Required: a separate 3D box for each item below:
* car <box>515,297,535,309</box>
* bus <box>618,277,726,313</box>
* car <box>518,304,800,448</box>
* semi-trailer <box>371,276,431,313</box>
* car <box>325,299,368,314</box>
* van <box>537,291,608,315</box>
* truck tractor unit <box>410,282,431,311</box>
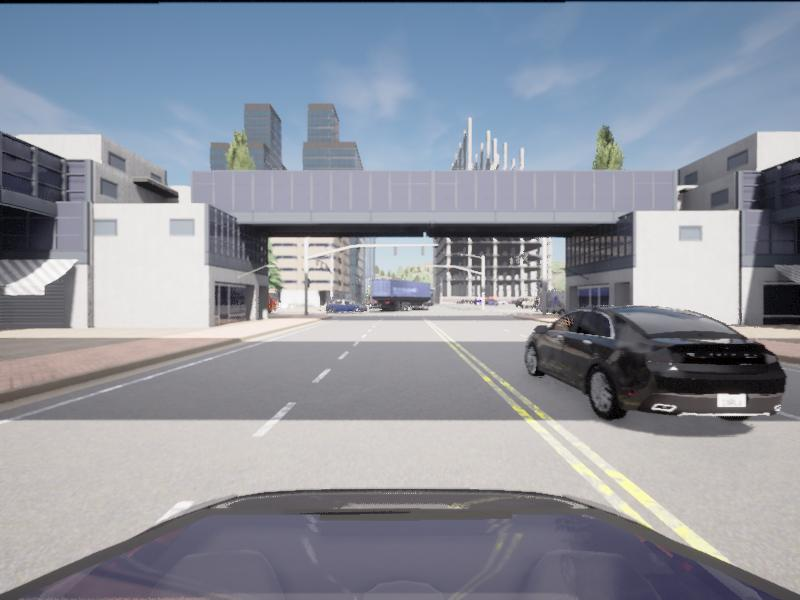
[{"bbox_3d":[20.695,0.446,66.625,1.932,1.855,4.605,0,0,0],"label":"car"},{"bbox_3d":[32.557,-0.571,48.369,10.273,4.253,3.944,0,0,2],"label":"bus"},{"bbox_3d":[3.602,0.839,6.738,1.837,1.490,4.892,0,0,0],"label":"car"},{"bbox_3d":[0.573,-0.669,55.301,2.717,4.402,14.254,1,0,24],"label":"semi-trailer"},{"bbox_3d":[-6.034,0.724,45.329,4.611,1.667,2.242,0,0,0],"label":"car"},{"bbox_3d":[17.915,0.346,41.825,6.366,2.431,2.351,0,0,1],"label":"van"},{"bbox_3d":[3.096,-0.569,62.684,3.053,4.208,6.516,0,0,2],"label":"truck tractor unit"}]
